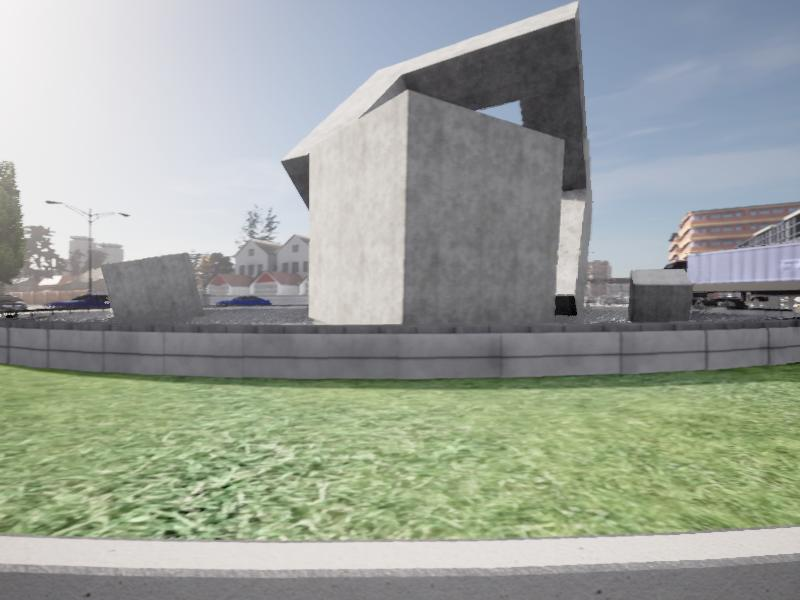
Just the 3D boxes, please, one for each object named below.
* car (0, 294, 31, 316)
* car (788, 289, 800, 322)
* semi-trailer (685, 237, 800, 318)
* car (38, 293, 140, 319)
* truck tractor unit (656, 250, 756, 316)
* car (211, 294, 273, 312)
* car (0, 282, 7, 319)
[{"bbox_3d":[-28.640,0.346,28.857,4.674,1.442,1.812,0,0,32],"label":"car"},{"bbox_3d":[19.831,0.233,17.030,1.801,1.575,5.366,0,0,5],"label":"car"},{"bbox_3d":[23.101,-1.195,21.364,2.717,4.402,14.254,1,0,-16],"label":"semi-trailer"},{"bbox_3d":[-18.717,0.332,24.380,1.812,1.442,4.674,0,0,22],"label":"car"},{"bbox_3d":[21.739,-1.068,29.016,3.053,4.208,6.516,-1,0,10],"label":"truck tractor unit"},{"bbox_3d":[-14.350,0.308,36.439,5.008,1.535,1.882,0,-1,-35],"label":"car"},{"bbox_3d":[-23.138,0.024,19.542,2.150,2.045,5.566,0,0,4],"label":"car"}]
